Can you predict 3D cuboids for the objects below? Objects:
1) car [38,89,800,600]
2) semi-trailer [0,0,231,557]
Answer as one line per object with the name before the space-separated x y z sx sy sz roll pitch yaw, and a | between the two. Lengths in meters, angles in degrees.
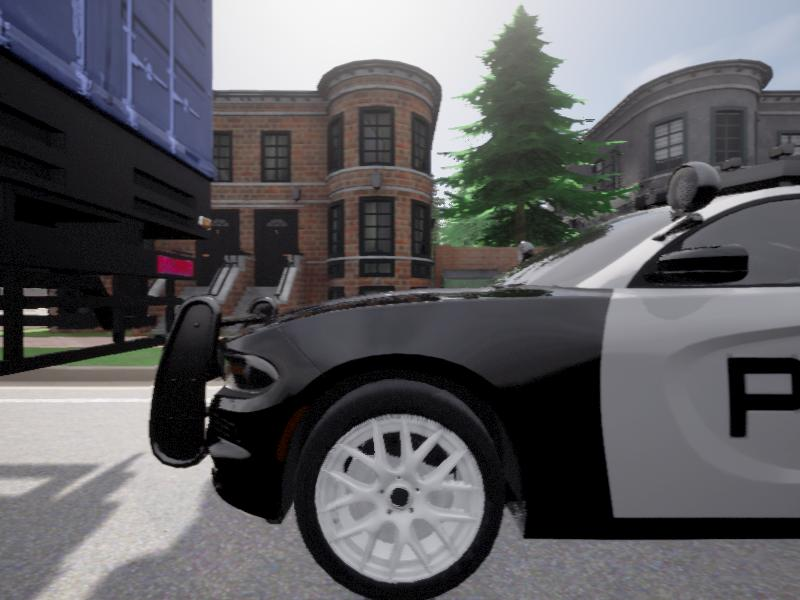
car | 1.500 0.170 2.202 5.238 1.638 1.930 0 0 0
semi-trailer | -8.642 -1.212 2.195 14.254 4.402 2.717 0 0 0
